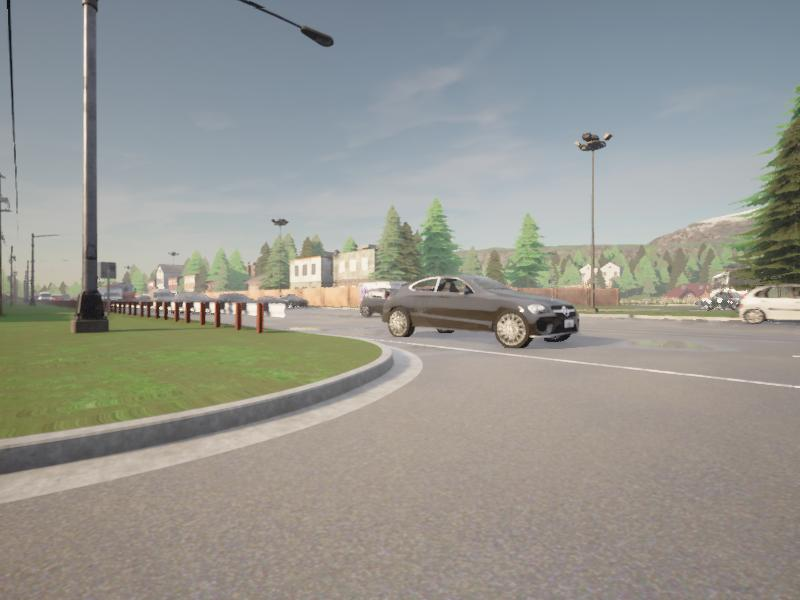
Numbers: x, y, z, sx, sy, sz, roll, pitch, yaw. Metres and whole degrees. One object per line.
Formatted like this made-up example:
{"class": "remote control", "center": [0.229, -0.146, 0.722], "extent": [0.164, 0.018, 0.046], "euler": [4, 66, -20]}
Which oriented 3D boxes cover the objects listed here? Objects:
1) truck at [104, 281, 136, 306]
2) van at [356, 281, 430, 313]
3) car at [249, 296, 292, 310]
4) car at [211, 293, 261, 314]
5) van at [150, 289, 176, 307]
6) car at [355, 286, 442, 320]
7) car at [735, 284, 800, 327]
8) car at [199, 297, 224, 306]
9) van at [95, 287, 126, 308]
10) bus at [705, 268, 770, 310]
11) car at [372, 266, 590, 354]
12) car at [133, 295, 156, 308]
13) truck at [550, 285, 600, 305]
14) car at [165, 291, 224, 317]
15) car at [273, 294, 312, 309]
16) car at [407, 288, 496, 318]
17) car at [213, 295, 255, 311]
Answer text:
{"class": "truck", "center": [-45.069, -0.968, 64.269], "extent": [2.891, 3.827, 8.468], "euler": [0, 0, -44]}
{"class": "van", "center": [-0.719, -0.228, 32.918], "extent": [2.351, 2.431, 6.366], "euler": [0, 0, -44]}
{"class": "car", "center": [-13.412, 0.278, 41.176], "extent": [2.033, 1.411, 5.357], "euler": [0, 0, -44]}
{"class": "car", "center": [-12.303, 0.230, 29.861], "extent": [1.837, 1.490, 4.892], "euler": [0, 0, -44]}
{"class": "van", "center": [-34.738, -0.333, 58.495], "extent": [1.988, 2.561, 5.915], "euler": [0, 0, -44]}
{"class": "car", "center": [-0.177, 0.153, 22.199], "extent": [2.242, 1.667, 4.611], "euler": [0, 0, -44]}
{"class": "car", "center": [15.776, 0.197, 15.593], "extent": [1.851, 1.617, 3.988], "euler": [0, 0, -44]}
{"class": "car", "center": [-29.961, 0.255, 63.632], "extent": [2.033, 1.411, 5.357], "euler": [0, 0, -44]}
{"class": "van", "center": [-36.115, -0.257, 49.793], "extent": [2.351, 2.431, 6.366], "euler": [0, 0, -44]}
{"class": "bus", "center": [38.551, -1.113, 46.244], "extent": [3.944, 4.253, 10.273], "euler": [0, 0, 30]}
{"class": "car", "center": [1.743, 0.178, 10.029], "extent": [2.152, 1.651, 5.027], "euler": [0, 0, -44]}
{"class": "car", "center": [-32.872, 0.194, 51.463], "extent": [1.845, 1.501, 3.633], "euler": [0, 0, -44]}
{"class": "truck", "center": [33.745, -0.911, 77.508], "extent": [2.891, 3.827, 8.468], "euler": [0, 0, -43]}
{"class": "car", "center": [-13.421, 0.236, 25.958], "extent": [2.163, 1.488, 4.792], "euler": [0, 0, -44]}
{"class": "car", "center": [-12.097, 0.154, 44.871], "extent": [1.930, 1.638, 5.238], "euler": [0, 0, -44]}
{"class": "car", "center": [2.964, 0.169, 23.979], "extent": [1.930, 1.638, 5.238], "euler": [0, 0, -44]}
{"class": "car", "center": [-16.317, 0.276, 39.150], "extent": [2.033, 1.411, 5.357], "euler": [0, 0, -44]}
